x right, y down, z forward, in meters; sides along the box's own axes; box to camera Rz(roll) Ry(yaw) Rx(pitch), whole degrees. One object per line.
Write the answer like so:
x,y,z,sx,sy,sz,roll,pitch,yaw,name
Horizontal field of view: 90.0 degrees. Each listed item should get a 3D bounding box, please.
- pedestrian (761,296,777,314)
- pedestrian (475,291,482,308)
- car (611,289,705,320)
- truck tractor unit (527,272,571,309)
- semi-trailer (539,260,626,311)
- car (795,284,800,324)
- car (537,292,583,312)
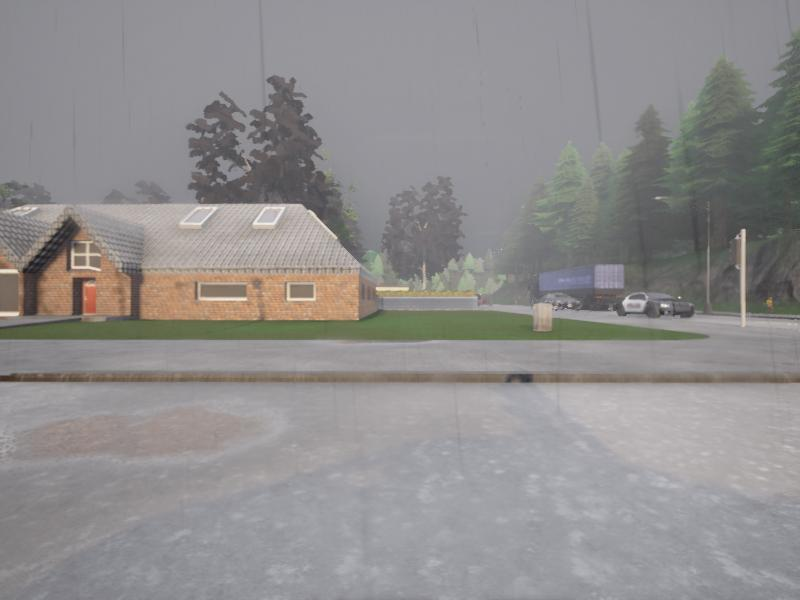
22.770,0.319,24.696,0.500,1.100,0.500,0,0,-10,pedestrian
8.755,-0.065,44.543,0.751,1.860,0.751,0,0,11,pedestrian
14.041,0.237,22.215,2.038,1.542,4.974,0,-1,0,car
18.238,-1.116,49.499,3.053,4.208,6.516,0,0,0,truck tractor unit
18.161,-1.216,41.581,2.717,4.402,14.254,0,0,1,semi-trailer
17.988,0.161,14.766,2.242,1.667,4.611,0,0,0,car
14.143,0.183,35.727,2.152,1.651,5.027,0,0,0,car
